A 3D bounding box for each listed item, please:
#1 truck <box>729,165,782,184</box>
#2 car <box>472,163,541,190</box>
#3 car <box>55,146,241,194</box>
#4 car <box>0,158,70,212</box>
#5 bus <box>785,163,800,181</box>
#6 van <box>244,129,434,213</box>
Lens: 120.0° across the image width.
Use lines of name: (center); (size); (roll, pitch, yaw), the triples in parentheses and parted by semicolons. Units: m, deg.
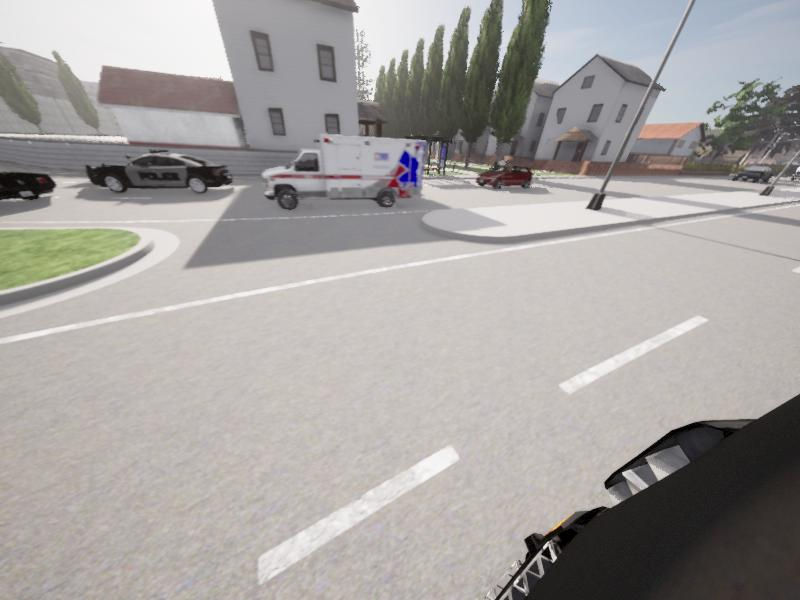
truck: (52.384, -18.539, 34.080); (6.274, 2.098, 2.390); (-12, 36, -21)
car: (7.549, -8.837, 16.524); (4.193, 1.474, 1.816); (-12, 36, -21)
car: (-10.767, -5.908, 10.528); (5.238, 1.638, 1.930); (-5, 34, -12)
car: (-14.498, -3.655, 7.155); (4.718, 1.301, 1.895); (-2, 34, -8)
bus: (82.237, -25.642, 45.162); (10.273, 4.253, 3.944); (-12, 36, -21)
van: (-2.141, -5.242, 9.490); (6.366, 2.431, 2.351); (-9, 36, -18)
